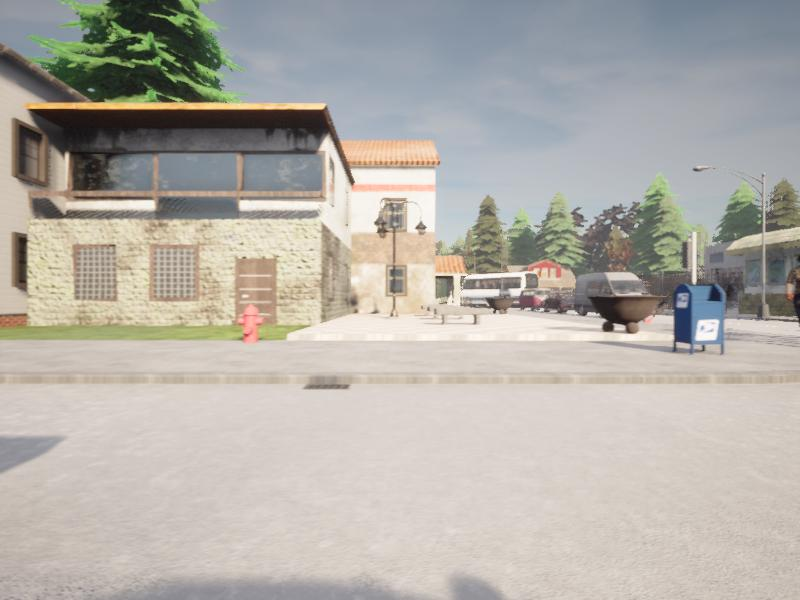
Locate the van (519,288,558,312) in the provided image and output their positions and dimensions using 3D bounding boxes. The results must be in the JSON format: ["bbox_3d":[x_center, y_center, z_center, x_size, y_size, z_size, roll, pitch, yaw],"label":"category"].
[{"bbox_3d":[11.884,0.009,34.744,1.775,1.987,4.442,0,0,-1],"label":"van"}]

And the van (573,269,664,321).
[{"bbox_3d":[12.038,-0.267,22.689,1.988,2.561,5.915,0,0,1],"label":"van"}]

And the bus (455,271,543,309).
[{"bbox_3d":[12.043,-1.125,49.864,3.944,4.253,10.273,0,0,-39],"label":"bus"}]

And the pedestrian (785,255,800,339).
[{"bbox_3d":[9.165,-0.067,8.889,0.751,1.860,0.751,0,0,-36],"label":"pedestrian"}]

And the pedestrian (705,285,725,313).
[{"bbox_3d":[21.013,-0.047,26.682,0.751,1.860,0.751,0,0,5],"label":"pedestrian"}]

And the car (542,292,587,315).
[{"bbox_3d":[11.930,0.226,29.249,1.789,1.549,3.705,0,0,0],"label":"car"}]

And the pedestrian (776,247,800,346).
[{"bbox_3d":[7.865,-0.068,7.765,0.751,1.860,0.751,0,0,-41],"label":"pedestrian"}]
